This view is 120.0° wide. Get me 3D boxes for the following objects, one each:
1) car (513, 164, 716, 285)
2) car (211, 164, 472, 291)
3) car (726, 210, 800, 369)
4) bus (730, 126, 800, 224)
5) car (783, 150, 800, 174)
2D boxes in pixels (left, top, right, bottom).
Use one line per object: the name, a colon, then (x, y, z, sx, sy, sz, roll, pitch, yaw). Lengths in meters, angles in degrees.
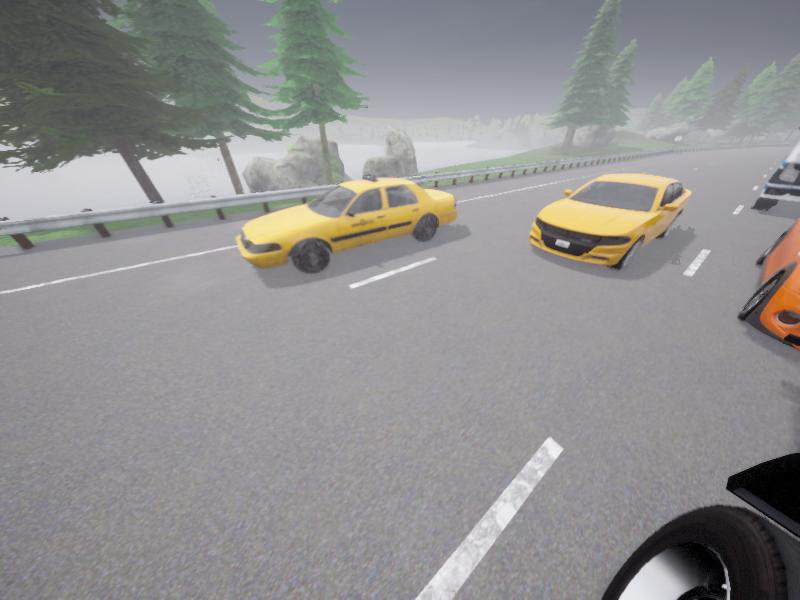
car: (5.289, -2.207, 5.648, 5.008, 1.535, 1.882, -23, 41, -28)
car: (-0.909, -2.127, 5.552, 5.366, 1.575, 1.801, -23, 41, -28)
car: (6.800, -0.459, 2.938, 4.553, 1.767, 2.097, -23, 41, -28)
bus: (16.860, -5.568, 7.956, 10.273, 4.253, 3.944, -23, 41, -28)
car: (29.691, -9.932, 16.262, 4.611, 1.667, 2.242, -22, 41, -28)
